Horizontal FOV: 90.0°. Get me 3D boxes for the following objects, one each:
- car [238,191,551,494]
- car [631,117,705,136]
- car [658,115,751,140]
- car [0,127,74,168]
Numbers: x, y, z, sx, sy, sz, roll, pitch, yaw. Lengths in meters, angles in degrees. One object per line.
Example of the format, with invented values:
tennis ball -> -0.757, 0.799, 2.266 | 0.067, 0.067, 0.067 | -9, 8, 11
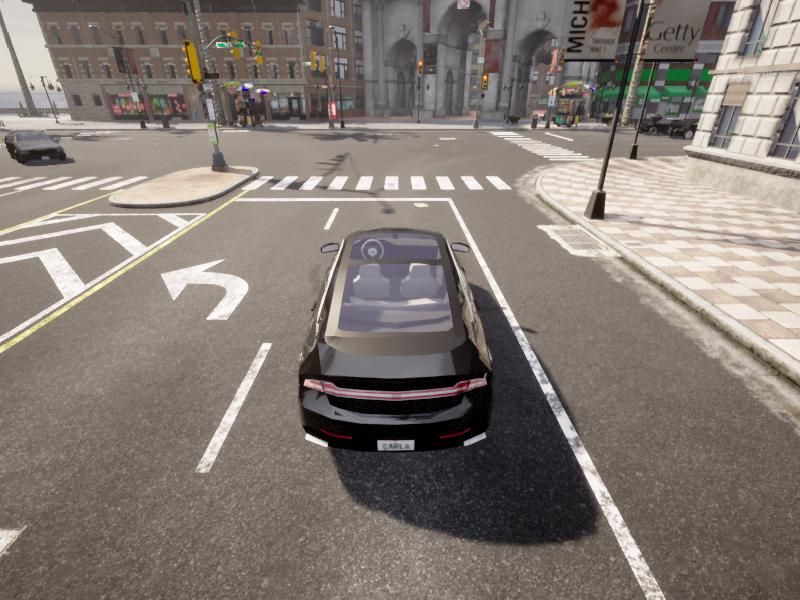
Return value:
car -> -0.058, -0.145, 5.248 | 2.128, 1.511, 4.902 | 0, 27, -1
car -> 22.491, -14.636, 33.705 | 4.718, 1.301, 1.895 | 0, 27, 1
car -> 23.097, -13.189, 30.510 | 5.238, 1.638, 1.930 | 0, 27, 0
car -> -18.937, -7.981, 20.640 | 5.357, 1.411, 2.033 | 23, 35, 37
